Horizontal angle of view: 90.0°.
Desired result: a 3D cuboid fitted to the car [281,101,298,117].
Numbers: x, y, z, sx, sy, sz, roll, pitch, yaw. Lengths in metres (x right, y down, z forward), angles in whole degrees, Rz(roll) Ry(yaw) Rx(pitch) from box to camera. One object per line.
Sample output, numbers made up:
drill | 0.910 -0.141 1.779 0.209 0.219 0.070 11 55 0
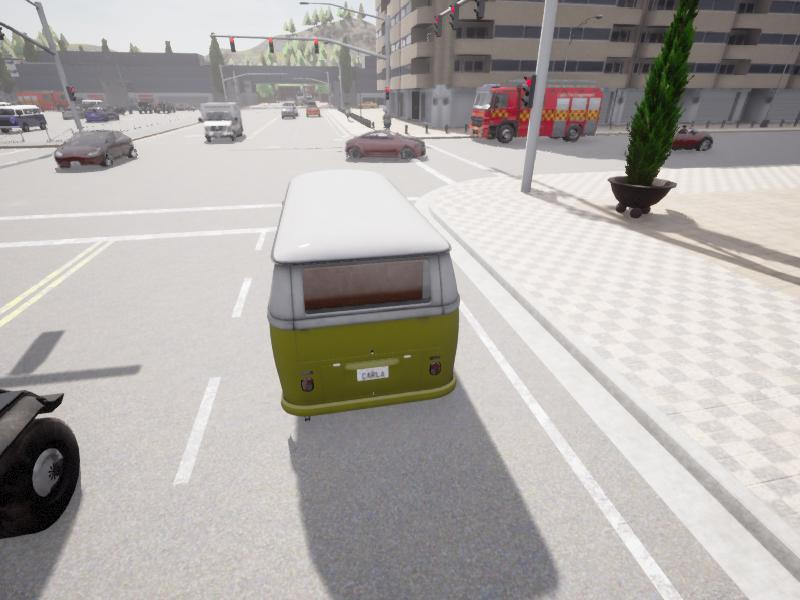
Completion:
car | -17.253 -30.006 62.780 2.150 2.045 5.566 -5 28 -10

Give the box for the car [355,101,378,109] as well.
car | -8.015 -47.069 96.500 5.366 1.575 1.801 -5 28 -10

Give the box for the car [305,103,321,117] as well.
car | -13.290 -28.990 61.071 2.097 1.767 4.553 -5 28 -10

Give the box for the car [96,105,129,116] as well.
car | -44.204 -29.219 61.645 2.033 1.415 5.357 -5 28 -10

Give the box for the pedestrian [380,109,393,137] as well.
pedestrian | -0.968 -13.052 29.479 0.751 1.860 0.751 -10 29 -18

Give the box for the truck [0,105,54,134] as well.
truck | -32.340 -15.444 34.107 2.069 2.038 4.478 -5 28 -10

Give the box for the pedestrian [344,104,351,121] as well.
pedestrian | -6.283 -22.413 47.801 0.751 1.860 0.751 -5 28 -10

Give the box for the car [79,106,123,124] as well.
car | -35.281 -21.953 47.352 2.242 1.667 4.611 -5 28 -10

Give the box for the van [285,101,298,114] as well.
van | -18.875 -33.637 69.902 1.775 1.987 4.442 -5 28 -10

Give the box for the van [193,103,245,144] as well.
van | -13.113 -13.139 29.521 2.351 2.431 6.366 -7 28 -13

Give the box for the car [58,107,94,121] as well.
car | -42.050 -24.271 52.029 1.970 1.475 3.806 -5 28 -10

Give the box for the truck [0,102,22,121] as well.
truck | -50.559 -23.778 50.349 2.069 2.038 4.478 -5 28 -10

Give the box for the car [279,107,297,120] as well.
car | -15.728 -26.323 56.318 2.033 1.411 5.357 -6 28 -11

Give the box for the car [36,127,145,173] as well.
car | -14.480 -7.312 19.170 2.163 1.488 4.792 -5 28 -10

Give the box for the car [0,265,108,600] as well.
car | -3.362 1.529 1.573 1.905 1.878 3.866 -5 28 -10

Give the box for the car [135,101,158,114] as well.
car | -42.792 -32.557 67.626 1.905 1.878 3.866 -5 28 -10

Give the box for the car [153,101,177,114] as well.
car | -39.942 -32.794 68.077 1.932 1.855 4.605 -5 28 -10

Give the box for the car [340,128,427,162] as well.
car | -0.776 -8.056 20.713 4.181 1.385 1.994 3 28 7

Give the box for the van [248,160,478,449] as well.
van | -0.682 -0.529 5.468 1.775 1.987 4.442 -5 28 -10

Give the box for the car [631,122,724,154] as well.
car | 15.919 -9.376 23.086 3.806 1.475 1.970 -5 28 -10

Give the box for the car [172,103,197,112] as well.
car | -43.398 -38.798 80.635 3.806 1.475 1.970 -5 28 -10

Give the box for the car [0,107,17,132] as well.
car | -35.166 -15.070 33.590 1.932 1.855 4.605 -5 28 -10

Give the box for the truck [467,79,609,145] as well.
truck | 9.341 -13.069 27.714 8.468 3.827 2.891 -5 28 -10

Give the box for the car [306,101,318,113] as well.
car | -16.078 -35.343 73.344 1.905 1.878 3.866 -5 28 -10

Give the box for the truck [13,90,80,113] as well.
truck | -67.354 -37.971 76.397 8.468 3.827 2.891 -5 28 -9
